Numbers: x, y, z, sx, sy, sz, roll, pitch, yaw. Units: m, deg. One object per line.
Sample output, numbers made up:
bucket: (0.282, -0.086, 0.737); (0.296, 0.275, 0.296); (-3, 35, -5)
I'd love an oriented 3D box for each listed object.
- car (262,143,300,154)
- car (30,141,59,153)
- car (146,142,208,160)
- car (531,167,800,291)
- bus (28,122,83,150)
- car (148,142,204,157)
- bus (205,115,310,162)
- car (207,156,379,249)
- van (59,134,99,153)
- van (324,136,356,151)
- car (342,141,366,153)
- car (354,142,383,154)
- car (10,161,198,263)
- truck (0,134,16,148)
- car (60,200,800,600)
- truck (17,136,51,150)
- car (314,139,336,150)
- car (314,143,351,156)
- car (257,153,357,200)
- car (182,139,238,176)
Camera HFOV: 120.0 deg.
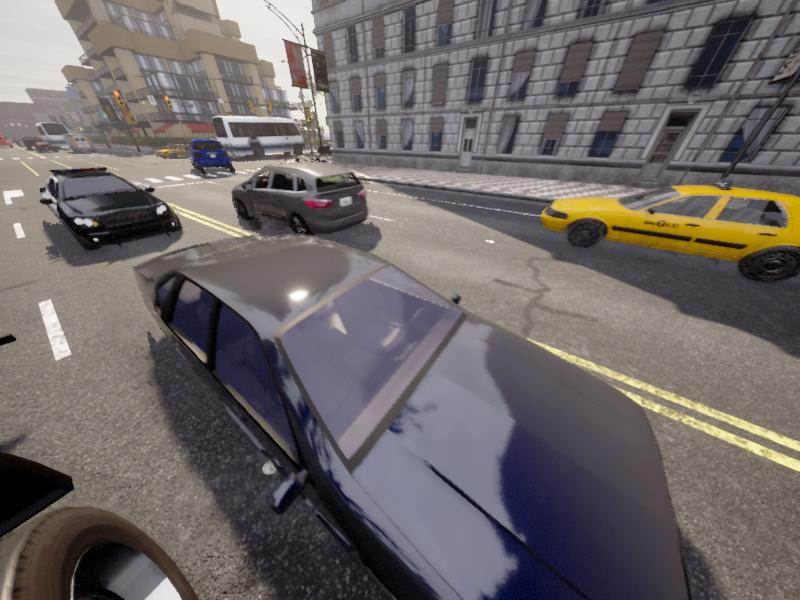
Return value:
car: (-20.084, -25.867, 39.258); (2.033, 1.411, 5.357); (22, 41, 28)
car: (-58.335, -25.132, 37.869); (4.674, 1.442, 1.812); (22, 40, 27)
car: (-27.037, -18.340, 28.358); (1.801, 1.575, 5.366); (8, 36, 11)
car: (6.297, -1.847, 5.210); (5.366, 1.575, 1.801); (22, 41, 28)
bus: (-69.630, -33.147, 46.713); (10.273, 4.253, 3.944); (22, 40, 27)
car: (-30.639, -20.721, 31.769); (2.128, 1.511, 4.902); (22, 41, 28)
bus: (-17.662, -21.060, 29.998); (3.944, 4.253, 10.273); (22, 42, 28)
car: (-3.190, -3.239, 7.034); (4.611, 1.667, 2.242); (22, 40, 27)
van: (-52.653, -25.718, 37.886); (6.366, 2.431, 2.351); (22, 40, 27)
van: (-12.349, -32.682, 48.094); (2.351, 2.431, 6.366); (22, 40, 28)
car: (-8.280, -27.624, 41.660); (1.851, 1.617, 3.988); (22, 41, 28)
car: (-5.365, -26.467, 40.105); (2.038, 1.542, 4.974); (22, 40, 28)
car: (-8.217, -2.748, 6.413); (4.974, 1.542, 2.038); (22, 41, 27)
truck: (-84.018, -33.346, 48.436); (5.204, 2.467, 2.627); (22, 40, 27)
car: (-0.817, 0.286, 2.289); (5.357, 1.411, 2.033); (22, 41, 28)
truck: (-70.021, -30.059, 44.202); (6.274, 2.098, 2.390); (22, 40, 27)
car: (-15.861, -33.090, 49.125); (1.905, 1.878, 3.866); (22, 41, 28)
car: (-10.014, -22.619, 34.624); (2.128, 1.511, 4.902); (22, 40, 28)
car: (-4.532, -6.160, 11.292); (4.514, 1.525, 2.007); (22, 40, 28)
car: (-14.661, -11.056, 17.709); (2.150, 2.045, 5.566); (-26, 43, -32)
